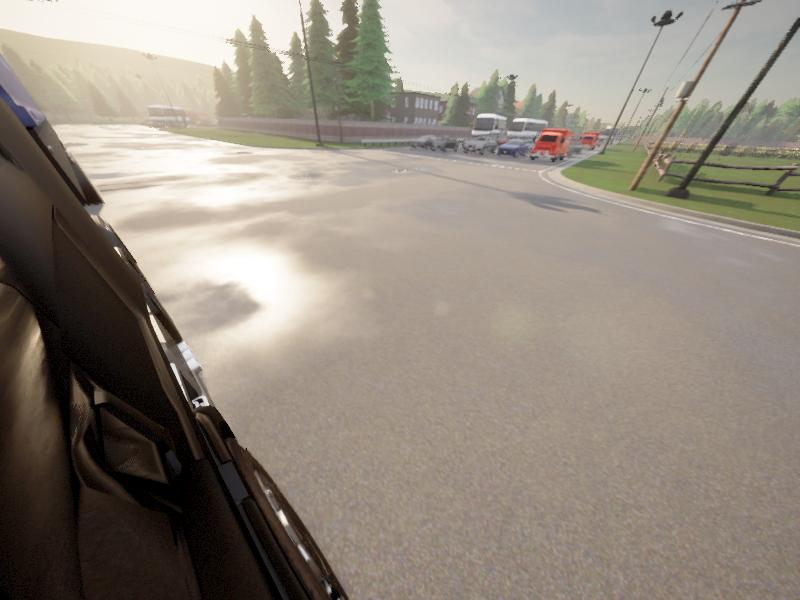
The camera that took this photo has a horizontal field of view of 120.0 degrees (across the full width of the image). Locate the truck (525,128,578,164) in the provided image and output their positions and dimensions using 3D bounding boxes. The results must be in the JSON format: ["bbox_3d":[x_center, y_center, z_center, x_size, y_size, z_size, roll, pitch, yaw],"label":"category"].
[{"bbox_3d":[14.413,-14.660,21.931,2.627,2.467,5.204,28,43,30],"label":"truck"}]

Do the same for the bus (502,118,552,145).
[{"bbox_3d":[26.545,-34.998,48.171,10.273,4.253,3.944,-24,44,-31],"label":"bus"}]

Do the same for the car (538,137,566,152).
[{"bbox_3d":[23.168,-23.760,35.187,2.242,1.667,4.611,28,44,30],"label":"car"}]

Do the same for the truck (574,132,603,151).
[{"bbox_3d":[32.580,-27.349,39.820,2.627,2.467,5.204,28,44,30],"label":"truck"}]

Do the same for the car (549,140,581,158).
[{"bbox_3d":[19.432,-17.805,27.167,2.007,1.525,4.514,28,44,30],"label":"car"}]

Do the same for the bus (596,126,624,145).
[{"bbox_3d":[61.581,-48.140,67.674,3.944,4.253,10.273,28,44,30],"label":"bus"}]

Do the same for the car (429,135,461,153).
[{"bbox_3d":[5.101,-17.700,26.196,1.789,1.549,3.705,28,43,30],"label":"car"}]

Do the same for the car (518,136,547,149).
[{"bbox_3d":[22.068,-26.152,38.318,4.611,1.667,2.242,-28,46,-34],"label":"car"}]

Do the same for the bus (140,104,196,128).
[{"bbox_3d":[-56.347,-44.956,56.744,3.944,4.253,10.273,-3,37,-8],"label":"bus"}]

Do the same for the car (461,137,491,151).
[{"bbox_3d":[10.244,-21.136,31.213,1.994,1.385,4.181,28,44,30],"label":"car"}]

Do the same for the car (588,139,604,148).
[{"bbox_3d":[41.859,-33.384,49.310,1.994,1.385,4.181,28,44,30],"label":"car"}]

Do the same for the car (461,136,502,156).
[{"bbox_3d":[9.094,-17.219,25.722,2.152,1.651,5.027,28,44,30],"label":"car"}]

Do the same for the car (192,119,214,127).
[{"bbox_3d":[-60.898,-54.804,71.585,1.932,1.855,4.605,10,38,10],"label":"car"}]

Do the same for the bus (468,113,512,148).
[{"bbox_3d":[15.509,-29.010,39.589,3.944,4.253,10.273,21,41,23],"label":"bus"}]

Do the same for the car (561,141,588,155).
[{"bbox_3d":[23.860,-20.833,31.581,1.994,1.385,4.181,28,44,30],"label":"car"}]

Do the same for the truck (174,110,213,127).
[{"bbox_3d":[-66.617,-58.755,74.891,2.891,3.827,8.468,12,38,13],"label":"truck"}]

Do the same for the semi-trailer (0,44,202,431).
[{"bbox_3d":[-8.701,-3.594,4.240,14.254,4.402,2.717,28,44,30],"label":"semi-trailer"}]

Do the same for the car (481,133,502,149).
[{"bbox_3d":[13.875,-24.158,35.006,1.905,1.878,3.866,20,41,21],"label":"car"}]

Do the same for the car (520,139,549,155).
[{"bbox_3d":[16.916,-19.326,29.091,1.970,1.475,3.806,28,44,30],"label":"car"}]

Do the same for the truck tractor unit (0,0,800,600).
[{"bbox_3d":[-2.645,-0.295,0.351,6.516,4.208,3.053,28,44,30],"label":"truck tractor unit"}]

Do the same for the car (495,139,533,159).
[{"bbox_3d":[11.997,-15.919,24.225,1.882,1.535,5.008,28,43,30],"label":"car"}]

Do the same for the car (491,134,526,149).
[{"bbox_3d":[17.655,-25.868,37.632,4.611,1.667,2.242,-11,40,-19],"label":"car"}]

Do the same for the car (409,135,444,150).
[{"bbox_3d":[3.376,-19.748,28.912,1.812,1.442,4.674,28,43,30],"label":"car"}]
